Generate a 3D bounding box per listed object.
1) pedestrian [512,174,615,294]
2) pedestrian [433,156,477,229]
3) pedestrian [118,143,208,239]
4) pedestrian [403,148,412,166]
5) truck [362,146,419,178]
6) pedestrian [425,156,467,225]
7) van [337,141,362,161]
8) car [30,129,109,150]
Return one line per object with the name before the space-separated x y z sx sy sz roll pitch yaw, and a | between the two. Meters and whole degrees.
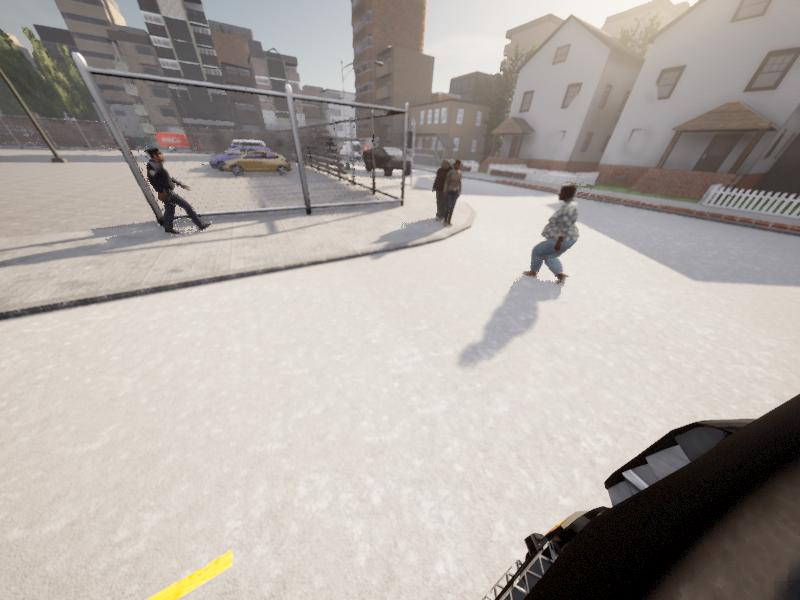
pedestrian | 2.857 -1.186 4.206 0.751 1.860 0.751 -24 42 -34
pedestrian | 1.570 -3.177 6.918 0.751 1.860 0.751 -4 34 -10
pedestrian | -5.347 -2.507 5.390 0.751 1.860 0.751 -18 39 -28
pedestrian | 0.912 -18.340 29.671 0.751 1.860 0.751 29 42 34
truck | -1.123 -12.652 20.981 2.390 2.098 6.274 -16 38 -26
pedestrian | 1.414 -3.501 7.392 0.751 1.860 0.751 -25 42 -35
van | -8.381 -24.624 38.041 1.988 2.561 5.915 -16 38 -26
car | -45.340 -22.119 31.953 5.566 2.045 2.150 -16 38 -25
